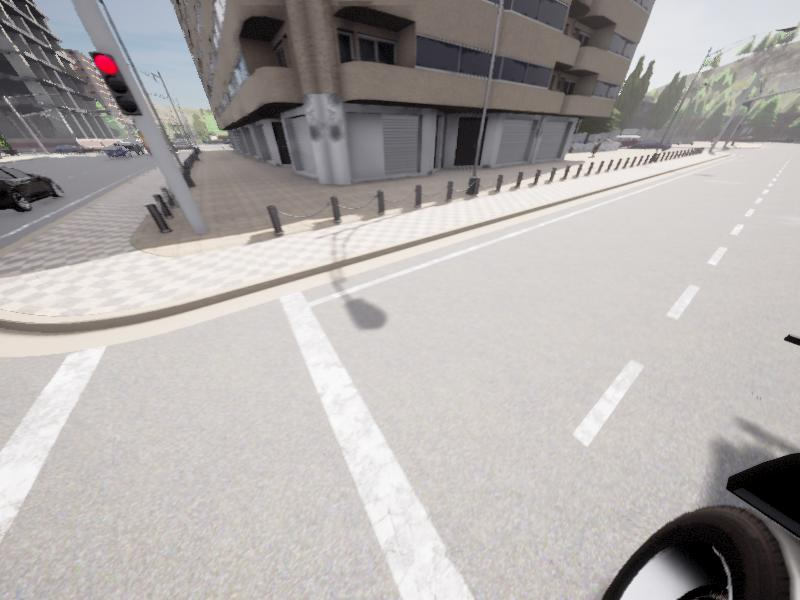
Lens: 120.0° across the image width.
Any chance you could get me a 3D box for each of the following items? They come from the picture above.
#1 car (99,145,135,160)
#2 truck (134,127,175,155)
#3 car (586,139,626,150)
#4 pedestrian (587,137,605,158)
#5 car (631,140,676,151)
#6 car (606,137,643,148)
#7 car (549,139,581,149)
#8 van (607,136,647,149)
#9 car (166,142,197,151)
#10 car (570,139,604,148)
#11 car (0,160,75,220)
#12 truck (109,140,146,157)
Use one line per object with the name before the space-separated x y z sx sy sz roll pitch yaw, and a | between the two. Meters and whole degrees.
car | -39.755 -20.882 32.606 1.882 1.535 5.008 -22 41 -27
truck | -43.227 -28.197 41.022 2.891 3.827 8.468 -23 41 -28
car | 38.298 -29.107 43.084 2.152 1.651 5.027 -22 41 -28
pedestrian | 21.392 -16.636 25.183 0.751 1.860 0.751 -29 44 -34
car | 42.142 -25.823 38.537 1.812 1.442 4.674 -21 40 -26
car | 45.364 -31.931 46.748 1.932 1.855 4.605 -22 41 -28
car | 34.164 -32.502 47.942 2.033 1.649 4.856 -22 41 -28
van | 42.343 -29.482 43.191 2.069 2.038 4.480 -22 41 -28
car | -51.662 -36.414 54.799 4.974 1.542 2.038 -22 41 -28
car | 38.576 -32.376 47.777 1.882 1.535 5.008 -22 41 -28
car | -15.570 -4.301 8.841 2.163 1.488 4.792 -22 41 -27
truck | -44.188 -24.787 37.709 2.390 2.098 6.274 -22 41 -28
